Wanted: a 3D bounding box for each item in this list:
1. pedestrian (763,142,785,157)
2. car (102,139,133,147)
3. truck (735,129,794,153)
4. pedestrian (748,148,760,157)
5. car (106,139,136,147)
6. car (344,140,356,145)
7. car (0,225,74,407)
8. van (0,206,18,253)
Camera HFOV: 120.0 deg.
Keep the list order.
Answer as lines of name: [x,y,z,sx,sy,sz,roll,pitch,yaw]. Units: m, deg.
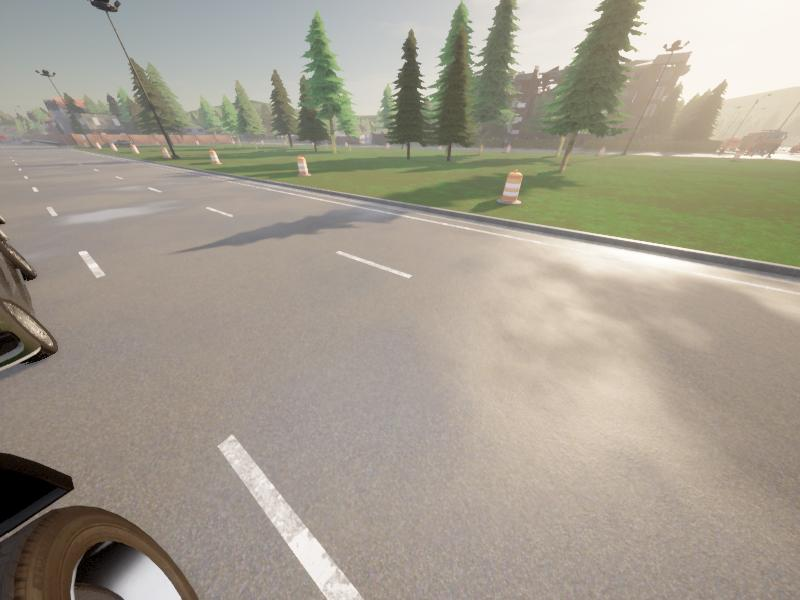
pedestrian: [56.041,-22.502,34.612,0.751,1.860,0.751,20,40,26]
car: [-77.182,-43.011,63.126,2.242,1.667,4.611,13,37,18]
truck: [75.040,-32.967,47.950,2.891,3.827,8.468,22,40,28]
pedestrian: [55.086,-22.965,35.926,0.500,1.100,0.500,-29,45,-35]
car: [-74.199,-41.772,61.458,2.007,1.525,4.514,12,37,17]
car: [-17.524,-55.265,80.922,3.705,1.549,1.789,22,41,28]
car: [-6.488,-0.147,2.682,5.027,1.651,2.152,22,41,28]
van: [-11.579,-2.364,5.469,4.442,1.987,1.775,22,41,28]
